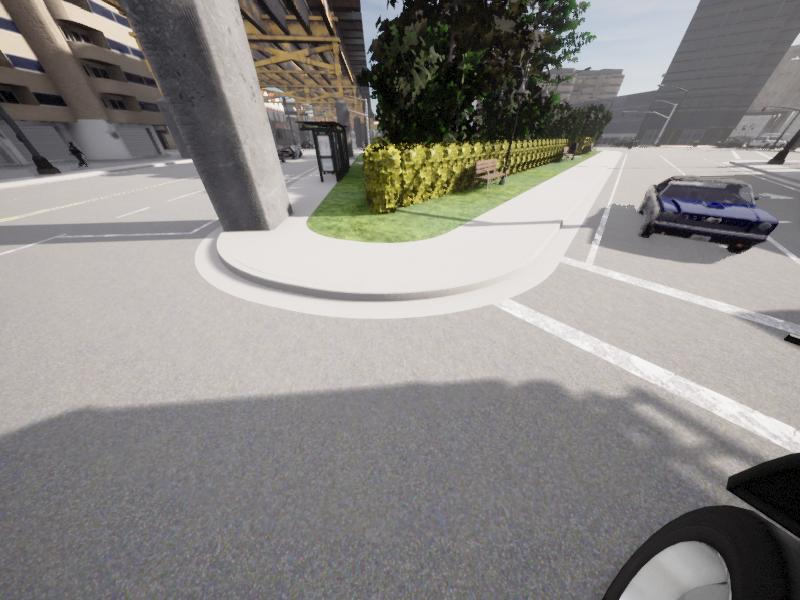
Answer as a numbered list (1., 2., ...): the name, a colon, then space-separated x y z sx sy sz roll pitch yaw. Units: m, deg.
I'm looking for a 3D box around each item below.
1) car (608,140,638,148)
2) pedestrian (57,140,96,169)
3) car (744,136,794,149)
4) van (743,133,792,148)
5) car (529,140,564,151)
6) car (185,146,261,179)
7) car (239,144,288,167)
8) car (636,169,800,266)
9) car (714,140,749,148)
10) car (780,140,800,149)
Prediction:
1. car: 51.426 -36.182 53.437 2.163 1.488 4.792 -2 35 -3
2. pedestrian: -25.728 -11.584 18.407 0.751 1.860 0.751 -2 35 -3
3. car: 71.850 -30.704 45.034 5.566 2.045 2.150 -3 35 -4
4. van: 76.318 -33.157 48.044 5.915 2.561 1.988 -3 35 -4
5. car: 26.570 -28.104 42.038 4.902 1.511 2.128 -3 35 -4
6. car: -12.413 -10.108 16.755 1.930 1.638 5.238 -3 35 -4
7. car: -13.029 -14.152 22.469 2.152 1.651 5.027 -3 35 -4
8. car: 8.221 -2.654 6.463 1.895 1.301 4.718 25 43 31
9. car: 68.542 -32.316 47.814 4.193 1.474 1.816 -3 35 -4
10. car: 78.997 -30.840 45.688 4.193 1.474 1.816 -3 35 -4
